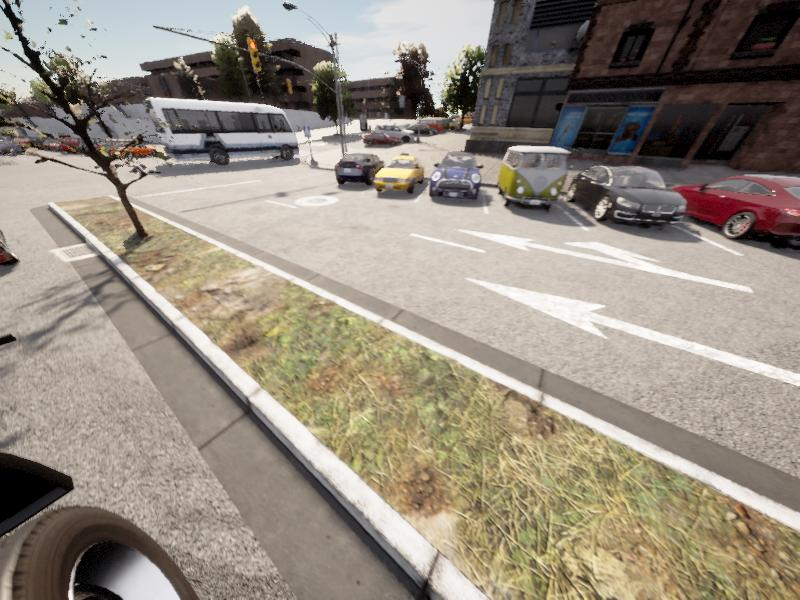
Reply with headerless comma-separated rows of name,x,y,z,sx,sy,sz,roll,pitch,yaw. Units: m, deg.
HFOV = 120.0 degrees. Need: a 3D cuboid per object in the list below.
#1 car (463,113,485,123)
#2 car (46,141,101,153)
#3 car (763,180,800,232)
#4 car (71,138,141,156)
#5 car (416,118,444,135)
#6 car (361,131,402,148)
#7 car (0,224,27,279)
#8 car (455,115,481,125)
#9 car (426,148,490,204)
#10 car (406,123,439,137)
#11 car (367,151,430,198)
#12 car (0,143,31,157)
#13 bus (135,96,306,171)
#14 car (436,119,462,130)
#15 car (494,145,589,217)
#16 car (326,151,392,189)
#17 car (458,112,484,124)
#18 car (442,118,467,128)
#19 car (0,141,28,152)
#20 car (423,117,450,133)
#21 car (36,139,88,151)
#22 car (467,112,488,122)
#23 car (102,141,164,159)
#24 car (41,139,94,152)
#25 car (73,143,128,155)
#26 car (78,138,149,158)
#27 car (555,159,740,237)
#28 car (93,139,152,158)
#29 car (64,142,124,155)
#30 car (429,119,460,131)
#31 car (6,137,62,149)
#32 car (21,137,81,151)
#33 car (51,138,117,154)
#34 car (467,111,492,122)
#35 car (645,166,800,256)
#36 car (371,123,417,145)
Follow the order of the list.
car,18.024,-44.572,56.477,4.553,1.767,2.185,5,41,6
car,-55.451,-26.191,39.434,2.231,1.521,4.892,6,35,6
car,12.615,-1.822,5.324,2.002,1.452,4.674,10,36,12
car,-42.258,-22.204,33.505,2.435,2.045,5.566,5,35,7
car,4.937,-28.885,38.416,4.442,1.987,1.878,6,42,7
car,-2.231,-19.954,28.625,4.674,1.452,2.002,6,41,7
car,-9.800,-1.314,4.493,4.181,1.385,1.994,21,40,26
car,15.382,-40.928,52.500,5.366,1.575,1.946,5,41,6
car,2.733,-6.022,10.892,2.185,1.767,4.553,9,35,11
car,3.589,-26.964,36.567,4.892,1.521,2.231,6,41,7
car,0.180,-6.793,12.166,1.946,1.575,5.366,9,35,11
car,-54.952,-20.959,32.195,5.357,1.411,2.033,13,37,17
bus,-14.376,-14.458,20.111,3.944,4.253,10.273,31,46,31
car,9.436,-33.914,44.559,4.674,1.452,2.002,6,42,7
car,5.187,-5.025,9.326,1.878,1.987,4.442,9,35,11
car,-2.147,-7.917,13.808,2.163,1.488,4.792,8,35,11
car,16.598,-42.890,54.365,5.566,2.045,2.435,5,42,6
car,10.881,-35.668,46.561,4.674,1.452,2.002,6,41,7
car,-67.415,-26.602,39.988,4.792,1.488,2.163,17,39,23
car,6.397,-30.633,40.411,4.442,1.987,1.878,6,42,7
car,-60.741,-27.946,41.649,2.185,1.767,4.553,5,35,7
car,19.482,-46.290,58.495,4.553,1.767,2.185,6,39,5
car,-34.374,-19.492,29.979,2.185,1.767,4.553,6,35,7
car,-58.085,-27.146,40.541,2.185,1.767,4.553,5,35,6
car,-44.905,-22.794,34.812,2.002,1.452,4.674,5,35,7
car,-39.621,-21.320,32.285,2.435,2.045,5.566,6,35,7
car,7.692,-3.897,8.149,2.231,1.521,4.892,9,35,12
car,-37.005,-20.394,31.048,1.878,1.987,4.442,6,35,7
car,-47.514,-23.779,36.104,1.946,1.575,5.366,5,35,7
car,8.157,-32.184,42.518,5.366,1.575,1.946,6,41,7
car,-76.564,-33.012,48.566,2.435,2.045,5.566,5,35,7
car,-66.014,-29.746,43.950,2.435,2.045,5.566,5,35,7
car,-50.174,-24.736,36.994,2.435,2.045,5.566,5,35,7
car,20.811,-48.033,60.475,5.566,2.045,2.435,7,37,5
car,10.150,-2.845,6.748,2.002,1.452,4.674,9,35,12
car,-0.753,-21.919,30.426,5.566,2.045,2.435,6,41,7
